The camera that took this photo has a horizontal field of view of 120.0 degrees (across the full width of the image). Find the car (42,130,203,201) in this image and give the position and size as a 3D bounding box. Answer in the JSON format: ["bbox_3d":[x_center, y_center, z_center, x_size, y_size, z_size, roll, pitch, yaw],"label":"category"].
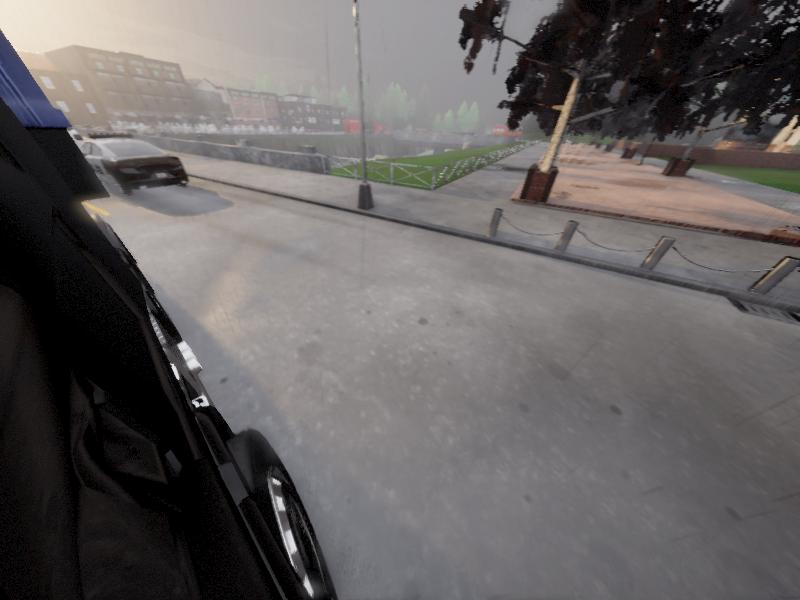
[{"bbox_3d":[-10.209,-5.156,8.548,5.238,1.638,1.930,20,40,22],"label":"car"}]

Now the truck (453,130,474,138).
[{"bbox_3d":[21.447,-55.949,77.841,6.274,2.098,2.390,20,40,22],"label":"truck"}]

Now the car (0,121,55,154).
[{"bbox_3d":[-25.528,-10.706,15.148,4.514,1.525,2.007,20,40,22],"label":"car"}]

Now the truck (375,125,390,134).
[{"bbox_3d":[-6.465,-63.560,86.043,5.204,2.467,2.627,20,40,22],"label":"truck"}]

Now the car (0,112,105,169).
[{"bbox_3d":[-18.755,-8.441,12.090,5.566,2.045,2.150,20,40,22],"label":"car"}]

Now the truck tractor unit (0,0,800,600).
[{"bbox_3d":[-2.645,-0.295,0.351,6.516,4.208,3.053,28,44,30],"label":"truck tractor unit"}]

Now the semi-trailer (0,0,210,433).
[{"bbox_3d":[-9.262,-3.137,3.590,14.254,4.402,2.717,21,40,23],"label":"semi-trailer"}]

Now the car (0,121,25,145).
[{"bbox_3d":[-32.701,-13.271,18.260,5.357,1.411,2.033,20,40,22],"label":"car"}]
